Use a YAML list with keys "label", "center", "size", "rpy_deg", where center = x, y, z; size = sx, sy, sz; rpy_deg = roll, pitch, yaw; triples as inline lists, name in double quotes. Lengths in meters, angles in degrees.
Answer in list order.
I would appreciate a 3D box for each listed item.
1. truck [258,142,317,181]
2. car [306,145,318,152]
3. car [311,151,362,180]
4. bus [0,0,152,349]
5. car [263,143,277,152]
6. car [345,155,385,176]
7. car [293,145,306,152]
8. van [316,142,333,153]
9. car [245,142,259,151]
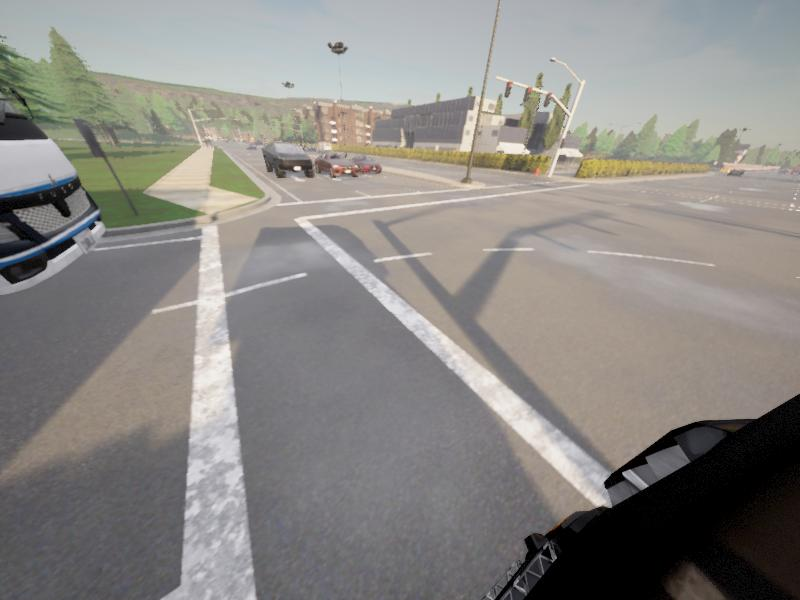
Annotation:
- label: "truck"
  center: [-8.568, -10.564, 17.375]
  size: [2.390, 2.098, 6.274]
  rpy_deg: [-19, 39, -29]
- label: "car"
  center: [-24.944, -42.691, 65.249]
  size: [1.812, 1.442, 4.674]
  rpy_deg: [-18, 39, -29]
- label: "car"
  center: [-5.220, -10.952, 18.654]
  size: [2.152, 1.651, 5.027]
  rpy_deg: [-19, 39, -29]
- label: "bus"
  center: [-9.325, -0.949, 0.825]
  size: [10.273, 4.253, 3.944]
  rpy_deg: [-18, 39, -29]
- label: "car"
  center: [-31.463, -36.970, 55.923]
  size: [2.033, 1.649, 4.856]
  rpy_deg: [-18, 39, -29]
- label: "car"
  center: [-3.341, -12.689, 21.656]
  size: [1.994, 1.385, 4.181]
  rpy_deg: [-19, 39, -29]
- label: "car"
  center: [-27.420, -41.390, 63.007]
  size: [2.038, 1.542, 4.974]
  rpy_deg: [-18, 39, -29]
- label: "van"
  center: [-21.583, -43.699, 66.144]
  size: [2.351, 2.431, 6.366]
  rpy_deg: [-18, 39, -29]
- label: "car"
  center: [-36.130, -37.478, 56.412]
  size: [2.038, 1.542, 4.974]
  rpy_deg: [-18, 39, -29]
